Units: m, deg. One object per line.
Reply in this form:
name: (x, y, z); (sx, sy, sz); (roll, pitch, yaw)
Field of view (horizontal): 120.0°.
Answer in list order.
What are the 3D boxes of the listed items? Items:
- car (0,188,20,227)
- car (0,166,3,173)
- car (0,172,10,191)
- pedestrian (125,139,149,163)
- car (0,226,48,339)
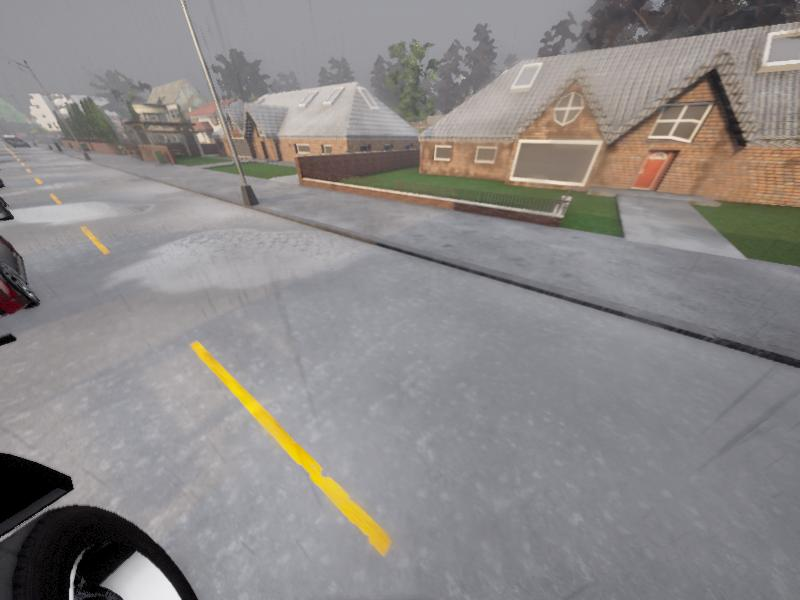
car: (-14.210, -3.279, 7.107); (4.514, 1.525, 2.007); (22, 41, 28)
car: (-30.613, -9.950, 16.469); (4.193, 1.474, 1.816); (22, 41, 28)
car: (-21.944, -6.434, 11.514); (4.514, 1.525, 2.007); (22, 41, 28)
pedestrian: (-25.021, -14.225, 22.023); (0.751, 1.860, 0.751); (28, 44, 33)
car: (-7.460, -0.458, 3.305); (4.181, 1.385, 1.994); (22, 41, 28)
